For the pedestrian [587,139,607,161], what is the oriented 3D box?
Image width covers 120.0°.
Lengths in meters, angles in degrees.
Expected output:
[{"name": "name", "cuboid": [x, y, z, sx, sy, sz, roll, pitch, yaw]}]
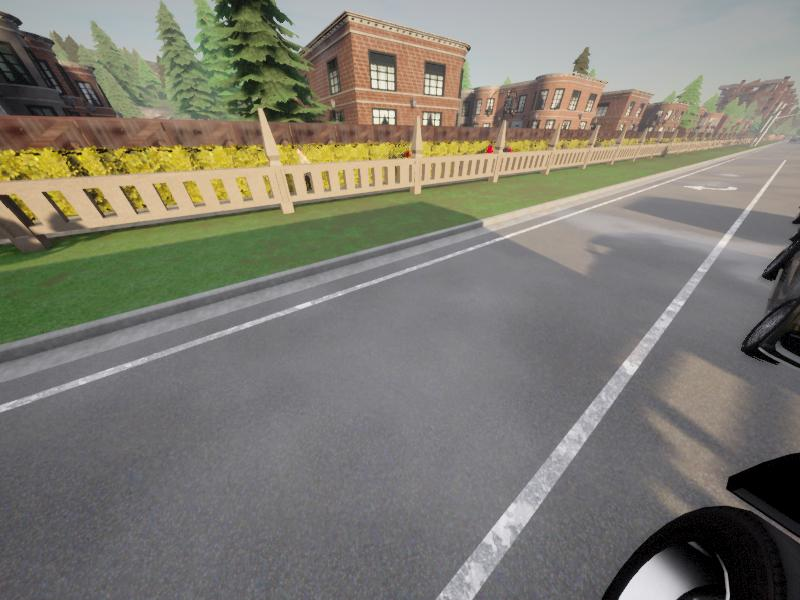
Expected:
[{"name": "pedestrian", "cuboid": [20.195, -15.425, 23.750, 0.751, 1.860, 0.751, -23, 41, -28]}]

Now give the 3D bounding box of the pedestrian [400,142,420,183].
[{"name": "pedestrian", "cuboid": [0.533, -7.464, 12.583, 0.751, 1.860, 0.751, -21, 40, -27]}]

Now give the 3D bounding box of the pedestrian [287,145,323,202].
[{"name": "pedestrian", "cuboid": [-3.715, -4.985, 9.092, 0.751, 1.860, 0.751, -22, 41, -28]}]

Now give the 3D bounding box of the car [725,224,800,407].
[{"name": "car", "cuboid": [6.485, -0.149, 2.686, 5.027, 1.651, 2.152, -22, 41, -28]}]

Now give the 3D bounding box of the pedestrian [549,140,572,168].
[{"name": "pedestrian", "cuboid": [13.087, -11.921, 18.825, 0.751, 1.860, 0.751, -23, 41, -29]}]

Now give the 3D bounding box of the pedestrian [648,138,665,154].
[{"name": "pedestrian", "cuboid": [36.044, -21.616, 32.432, 0.751, 1.860, 0.751, -22, 41, -28]}]

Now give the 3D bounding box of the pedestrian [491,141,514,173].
[{"name": "pedestrian", "cuboid": [7.085, -9.954, 16.072, 0.751, 1.860, 0.751, -24, 41, -30]}]

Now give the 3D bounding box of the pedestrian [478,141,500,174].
[{"name": "pedestrian", "cuboid": [5.973, -9.618, 15.603, 0.751, 1.860, 0.751, -6, 36, -7]}]

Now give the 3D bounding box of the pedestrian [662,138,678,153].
[{"name": "pedestrian", "cuboid": [40.599, -23.249, 34.718, 0.751, 1.860, 0.751, -23, 41, -29]}]

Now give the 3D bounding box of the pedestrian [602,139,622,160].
[{"name": "pedestrian", "cuboid": [22.415, -15.905, 24.417, 0.751, 1.860, 0.751, -27, 43, -33]}]

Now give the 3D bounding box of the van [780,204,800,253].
[{"name": "van", "cuboid": [11.567, -2.375, 5.484, 4.442, 1.987, 1.775, -22, 41, -28]}]

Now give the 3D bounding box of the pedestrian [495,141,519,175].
[{"name": "pedestrian", "cuboid": [7.012, -9.315, 15.167, 0.751, 1.860, 0.751, -23, 41, -29]}]
